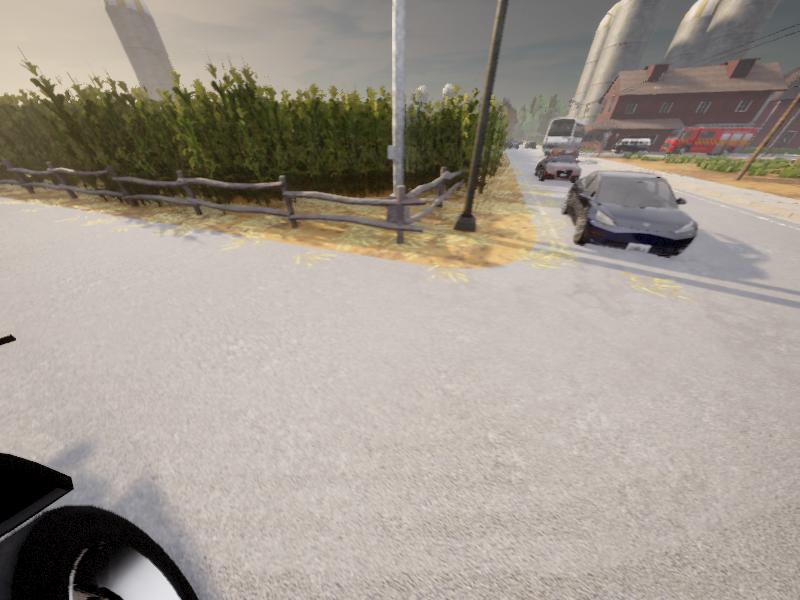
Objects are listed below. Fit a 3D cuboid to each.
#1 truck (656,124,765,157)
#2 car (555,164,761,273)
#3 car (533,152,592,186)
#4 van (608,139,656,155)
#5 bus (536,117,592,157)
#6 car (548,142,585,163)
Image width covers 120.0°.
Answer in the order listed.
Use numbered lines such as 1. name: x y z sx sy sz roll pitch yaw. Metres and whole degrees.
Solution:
1. truck: 45.288 -23.663 34.258 8.468 3.827 2.891 11 37 15
2. car: 6.062 -2.689 6.448 2.163 1.488 4.792 15 38 20
3. car: 9.985 -8.368 14.587 1.994 1.385 4.181 12 37 16
4. van: 36.989 -24.565 37.014 4.480 2.038 2.069 11 37 15
5. bus: 24.220 -23.797 33.953 3.944 4.253 10.273 26 42 32
6. car: 18.776 -16.876 26.293 2.097 1.767 4.553 12 37 16
